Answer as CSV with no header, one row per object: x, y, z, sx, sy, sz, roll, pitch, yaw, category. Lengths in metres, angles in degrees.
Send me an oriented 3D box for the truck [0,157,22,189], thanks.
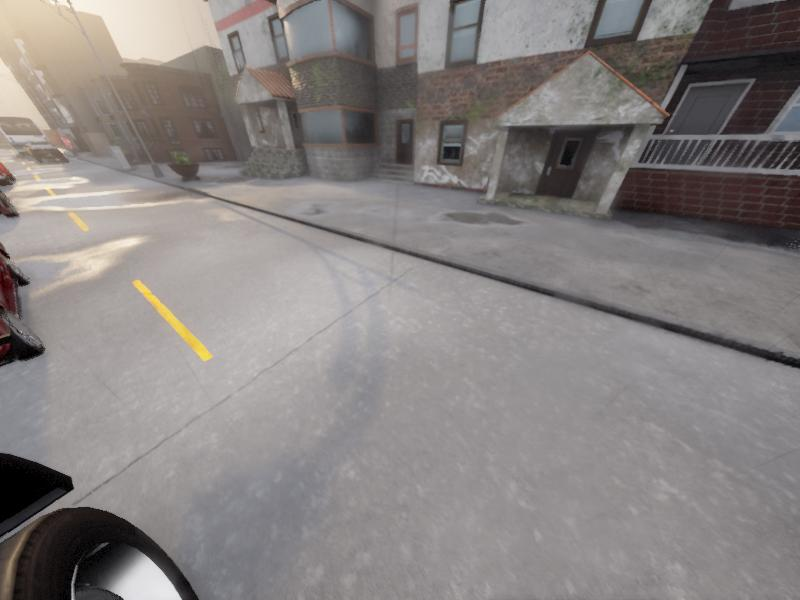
-22.991,-7.261,11.930,5.204,2.467,2.627,22,40,28,truck

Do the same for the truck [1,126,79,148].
-79.477,-36.153,51.334,2.891,3.827,8.468,22,41,28,truck

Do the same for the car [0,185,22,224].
-14.492,-3.346,7.372,4.181,1.385,1.994,22,41,28,car

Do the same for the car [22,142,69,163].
-38.080,-15.911,24.801,5.238,1.638,1.930,22,41,28,car

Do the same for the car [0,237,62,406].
-6.333,0.020,2.726,4.718,1.301,1.895,22,41,28,car

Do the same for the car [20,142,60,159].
-44.280,-18.400,28.380,5.008,1.535,1.882,22,41,28,car

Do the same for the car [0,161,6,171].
-33.149,-11.183,17.906,3.866,1.878,1.905,22,41,28,car

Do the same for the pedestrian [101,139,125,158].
-32.725,-17.293,26.388,0.751,1.860,0.751,9,36,12,pedestrian

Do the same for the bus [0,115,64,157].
-51.926,-22.551,31.861,10.273,4.253,3.944,22,41,28,bus
